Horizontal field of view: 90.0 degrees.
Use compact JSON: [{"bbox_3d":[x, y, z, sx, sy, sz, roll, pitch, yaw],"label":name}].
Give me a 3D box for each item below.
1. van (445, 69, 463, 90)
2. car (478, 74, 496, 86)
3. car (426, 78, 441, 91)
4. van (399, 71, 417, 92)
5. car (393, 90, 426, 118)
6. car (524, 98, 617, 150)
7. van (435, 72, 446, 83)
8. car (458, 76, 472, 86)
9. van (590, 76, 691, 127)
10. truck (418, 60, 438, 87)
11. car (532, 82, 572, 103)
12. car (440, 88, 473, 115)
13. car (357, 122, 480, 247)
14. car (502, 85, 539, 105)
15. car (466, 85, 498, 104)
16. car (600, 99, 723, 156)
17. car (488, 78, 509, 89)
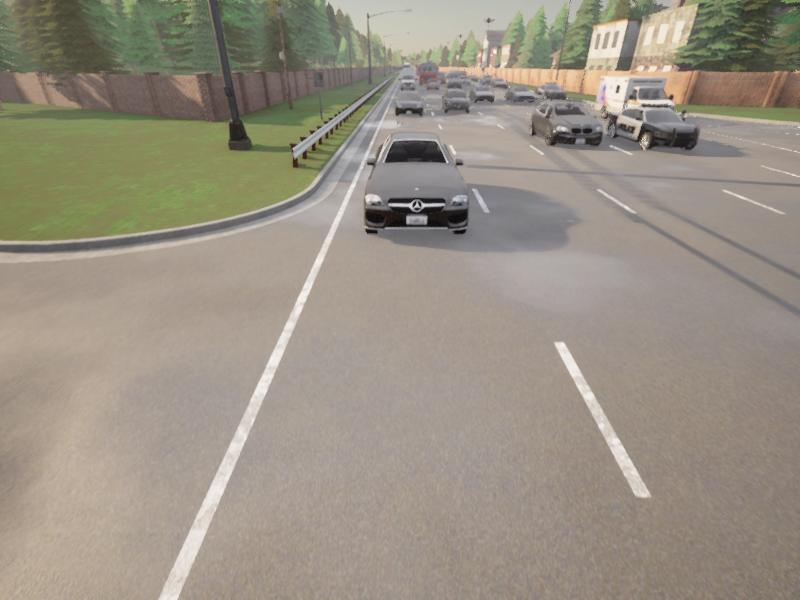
[{"bbox_3d":[8.183,-33.827,61.251,1.988,2.561,5.915,0,31,1],"label":"van"},{"bbox_3d":[15.340,-38.947,70.779,2.097,1.767,4.553,0,30,1],"label":"car"},{"bbox_3d":[4.597,-30.176,56.053,1.845,1.501,3.633,0,30,1],"label":"car"},{"bbox_3d":[1.111,-31.107,56.757,2.351,2.431,6.366,0,30,1],"label":"van"},{"bbox_3d":[0.650,-14.080,28.592,2.163,1.488,4.792,0,30,1],"label":"car"},{"bbox_3d":[7.483,-8.126,18.228,2.242,1.667,4.611,0,30,1],"label":"car"},{"bbox_3d":[8.572,-47.424,85.074,1.775,1.987,4.442,0,30,1],"label":"van"},{"bbox_3d":[11.879,-40.187,73.293,1.970,1.475,3.806,0,30,1],"label":"car"},{"bbox_3d":[14.595,-12.515,24.973,2.351,2.431,6.366,0,30,1],"label":"van"},{"bbox_3d":[4.841,-40.102,70.735,2.891,3.827,8.468,0,30,1],"label":"truck"},{"bbox_3d":[14.829,-20.509,39.413,1.930,1.638,5.238,0,30,1],"label":"car"},{"bbox_3d":[4.179,-15.099,30.320,1.837,1.490,4.892,0,30,1],"label":"car"},{"bbox_3d":[0.340,-3.035,9.575,2.152,1.651,5.027,0,31,0],"label":"car"},{"bbox_3d":[11.304,-19.533,37.992,2.033,1.411,5.357,0,30,1],"label":"car"},{"bbox_3d":[7.811,-19.827,38.497,2.033,1.411,5.357,0,30,1],"label":"car"},{"bbox_3d":[10.973,-7.648,17.435,1.930,1.638,5.238,0,30,1],"label":"car"},{"bbox_3d":[15.191,-33.490,61.829,2.033,1.411,5.357,0,30,1],"label":"car"}]
